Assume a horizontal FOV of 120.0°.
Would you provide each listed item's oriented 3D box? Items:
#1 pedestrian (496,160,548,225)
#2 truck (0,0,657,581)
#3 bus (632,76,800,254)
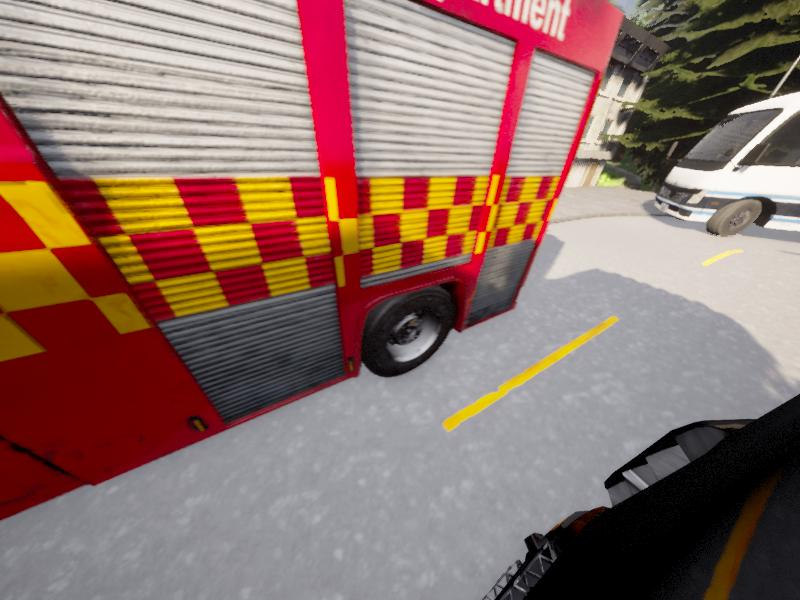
[{"bbox_3d":[4.065,-3.636,7.834,0.751,1.860,0.751,-16,38,-27],"label":"pedestrian"},{"bbox_3d":[-2.560,-0.802,1.502,8.468,3.827,2.891,-16,38,-27],"label":"truck"},{"bbox_3d":[15.209,-3.712,6.891,10.273,4.253,3.944,16,37,21],"label":"bus"}]
